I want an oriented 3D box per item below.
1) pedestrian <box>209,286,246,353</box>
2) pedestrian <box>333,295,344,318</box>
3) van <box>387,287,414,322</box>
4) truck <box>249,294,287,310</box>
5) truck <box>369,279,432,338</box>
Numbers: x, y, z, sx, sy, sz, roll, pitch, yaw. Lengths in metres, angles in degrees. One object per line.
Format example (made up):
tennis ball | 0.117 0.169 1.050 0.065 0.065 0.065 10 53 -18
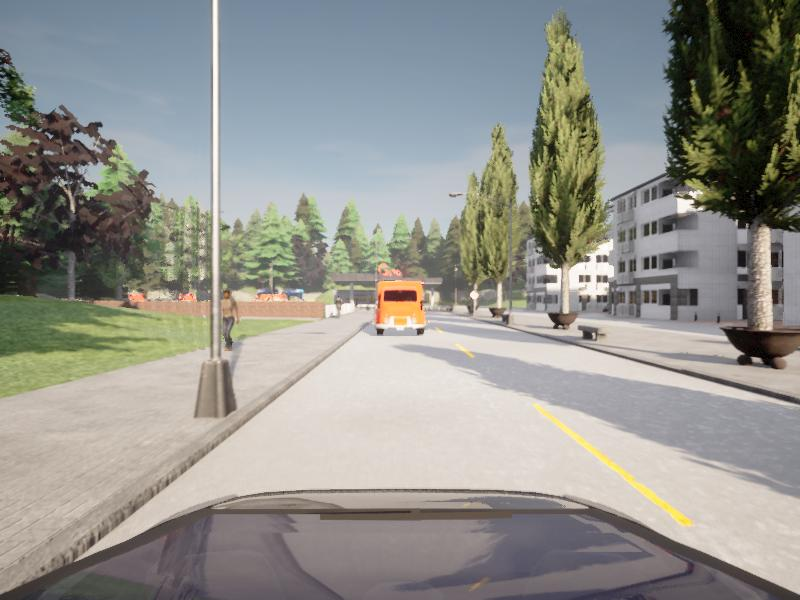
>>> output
pedestrian | -4.916 0.530 11.442 0.751 1.860 0.751 0 0 1
pedestrian | -4.916 0.524 32.190 0.751 1.860 0.751 0 0 2
van | 0.037 0.314 32.479 1.988 2.561 5.915 0 0 0
truck | -21.092 0.340 64.015 5.204 2.467 2.627 0 0 0
truck | 0.010 0.357 19.274 2.627 2.467 5.204 0 0 0
